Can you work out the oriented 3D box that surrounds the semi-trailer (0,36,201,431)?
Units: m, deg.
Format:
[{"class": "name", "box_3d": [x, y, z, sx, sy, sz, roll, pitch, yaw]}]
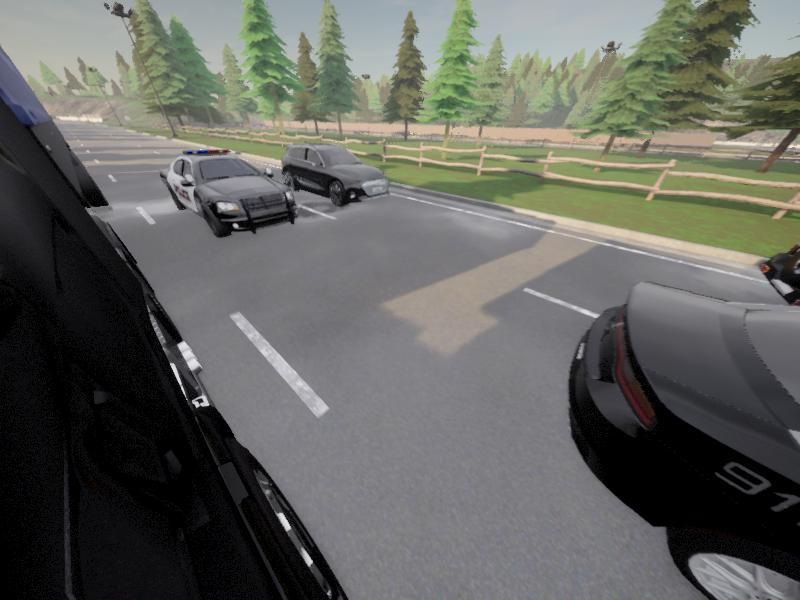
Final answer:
[{"class": "semi-trailer", "box_3d": [-8.670, -3.597, 4.294, 14.254, 4.402, 2.717, 28, 44, 30]}]

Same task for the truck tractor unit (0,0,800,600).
[{"class": "truck tractor unit", "box_3d": [-2.645, -0.295, 0.351, 6.516, 4.208, 3.053, 28, 44, 30]}]

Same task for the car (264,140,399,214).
[{"class": "car", "box_3d": [-2.549, -4.735, 8.454, 4.856, 1.649, 2.033, 28, 44, 31]}]

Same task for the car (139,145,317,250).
[{"class": "car", "box_3d": [-4.728, -3.103, 6.249, 4.974, 1.542, 2.038, 28, 44, 31]}]

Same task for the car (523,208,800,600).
[{"class": "car", "box_3d": [3.619, 1.326, 0.624, 5.238, 1.638, 1.930, 28, 44, 31]}]

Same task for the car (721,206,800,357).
[{"class": "car", "box_3d": [7.066, 0.319, 1.943, 4.605, 1.855, 1.932, 28, 44, 31]}]

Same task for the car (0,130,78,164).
[{"class": "car", "box_3d": [-21.154, -9.095, 13.600, 4.181, 1.385, 1.994, 28, 44, 31]}]
